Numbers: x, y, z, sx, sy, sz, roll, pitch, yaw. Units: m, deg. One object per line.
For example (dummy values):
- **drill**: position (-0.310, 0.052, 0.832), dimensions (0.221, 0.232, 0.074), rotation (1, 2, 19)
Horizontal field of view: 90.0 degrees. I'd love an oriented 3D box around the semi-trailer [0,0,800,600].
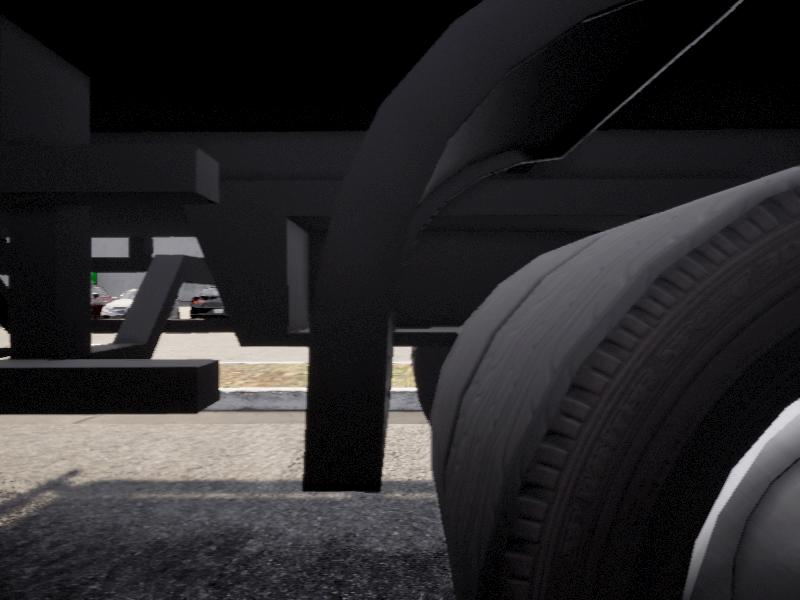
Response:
- **semi-trailer**: position (4.501, -1.215, 1.697), dimensions (14.254, 4.402, 2.717), rotation (0, 0, 0)
